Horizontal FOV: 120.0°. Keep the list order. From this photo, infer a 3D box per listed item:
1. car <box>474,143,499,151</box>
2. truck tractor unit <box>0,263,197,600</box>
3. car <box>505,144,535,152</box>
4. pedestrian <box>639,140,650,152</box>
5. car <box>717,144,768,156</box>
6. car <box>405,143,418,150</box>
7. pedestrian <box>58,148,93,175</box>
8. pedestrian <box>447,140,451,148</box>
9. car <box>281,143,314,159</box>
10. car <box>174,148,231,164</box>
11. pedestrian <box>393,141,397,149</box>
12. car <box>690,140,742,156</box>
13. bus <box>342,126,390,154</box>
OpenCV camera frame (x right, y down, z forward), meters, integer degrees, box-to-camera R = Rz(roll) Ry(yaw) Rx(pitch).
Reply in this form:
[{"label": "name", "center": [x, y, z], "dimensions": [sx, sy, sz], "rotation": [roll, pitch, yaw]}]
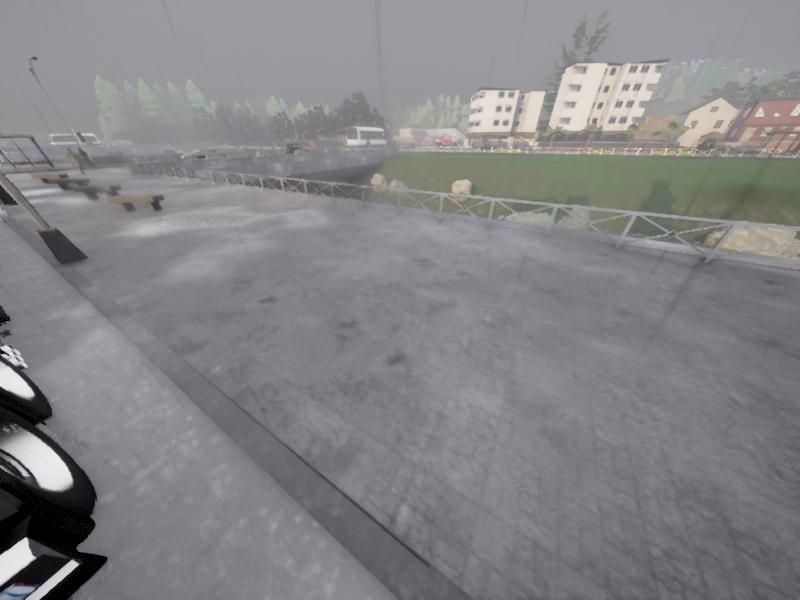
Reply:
[{"label": "car", "center": [19.473, -34.465, 52.050], "dimensions": [4.892, 1.490, 1.837], "rotation": [19, 39, 25]}, {"label": "truck tractor unit", "center": [-5.110, -0.302, 0.783], "dimensions": [6.516, 4.208, 3.053], "rotation": [18, 39, 24]}, {"label": "car", "center": [25.581, -32.485, 49.235], "dimensions": [5.357, 1.411, 2.033], "rotation": [18, 39, 25]}, {"label": "pedestrian", "center": [46.201, -29.152, 43.617], "dimensions": [0.751, 1.860, 0.751], "rotation": [26, 43, 32]}, {"label": "car", "center": [53.084, -23.398, 35.918], "dimensions": [3.806, 1.475, 1.970], "rotation": [18, 39, 25]}, {"label": "car", "center": [3.097, -41.226, 61.865], "dimensions": [1.789, 1.549, 3.705], "rotation": [18, 39, 25]}, {"label": "pedestrian", "center": [-26.501, -11.361, 18.914], "dimensions": [0.751, 1.860, 0.751], "rotation": [16, 38, 21]}, {"label": "pedestrian", "center": [14.410, -46.209, 68.418], "dimensions": [0.751, 1.860, 0.751], "rotation": [19, 39, 26]}, {"label": "car", "center": [-15.650, -22.970, 35.508], "dimensions": [1.905, 1.878, 3.866], "rotation": [18, 38, 24]}, {"label": "car", "center": [-24.788, -18.290, 29.205], "dimensions": [2.128, 1.511, 4.902], "rotation": [19, 39, 25]}, {"label": "pedestrian", "center": [-1.420, -44.409, 65.994], "dimensions": [0.751, 1.860, 0.751], "rotation": [10, 36, 15]}, {"label": "car", "center": [47.311, -22.862, 34.763], "dimensions": [3.866, 1.878, 1.905], "rotation": [18, 39, 25]}, {"label": "bus", "center": [-6.614, -32.958, 47.717], "dimensions": [3.944, 4.253, 10.273], "rotation": [18, 39, 25]}]
